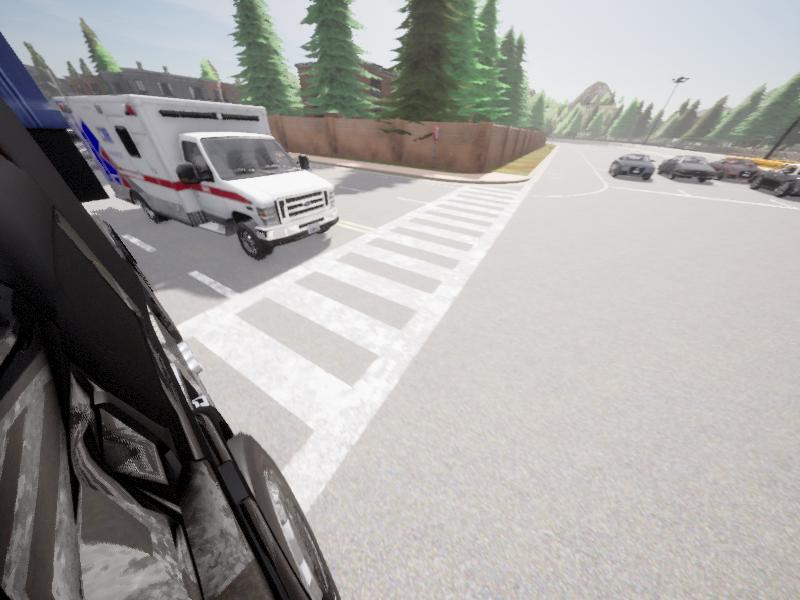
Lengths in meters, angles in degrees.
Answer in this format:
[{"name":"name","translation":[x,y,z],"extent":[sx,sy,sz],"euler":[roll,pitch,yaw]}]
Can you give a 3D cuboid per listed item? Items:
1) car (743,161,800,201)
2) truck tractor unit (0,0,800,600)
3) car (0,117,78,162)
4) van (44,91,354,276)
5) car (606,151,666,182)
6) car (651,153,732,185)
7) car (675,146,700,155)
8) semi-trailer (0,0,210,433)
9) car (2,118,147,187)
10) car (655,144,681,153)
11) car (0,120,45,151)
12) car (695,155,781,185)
[{"name":"car","translation":[21.665,-6.428,12.479],"extent":[1.970,1.475,3.806],"euler":[21,41,23]},{"name":"truck tractor unit","translation":[-2.645,-0.295,0.352],"extent":[6.516,4.208,3.053],"euler":[28,44,30]},{"name":"car","translation":[-21.060,-9.085,12.943],"extent":[4.553,1.767,2.097],"euler":[21,40,23]},{"name":"van","translation":[-4.448,-3.013,5.379],"extent":[6.366,2.431,2.351],"euler":[20,40,22]},{"name":"car","translation":[16.519,-9.564,16.429],"extent":[1.994,1.385,4.181],"euler":[21,40,23]},{"name":"car","translation":[20.850,-9.708,16.887],"extent":[2.033,1.411,5.357],"euler":[21,40,23]},{"name":"car","translation":[65.990,-34.473,53.136],"extent":[1.895,1.301,4.718],"euler":[16,39,17]},{"name":"semi-trailer","translation":[-9.218,-3.190,3.636],"extent":[14.254,4.402,2.717],"euler":[22,41,23]},{"name":"car","translation":[-13.076,-6.066,9.354],"extent":[4.605,1.855,1.932],"euler":[21,40,22]},{"name":"car","translation":[62.903,-35.659,54.338],"extent":[2.128,1.511,4.902],"euler":[16,39,17]},{"name":"car","translation":[-26.948,-11.230,15.651],"extent":[4.514,1.525,2.007],"euler":[21,40,23]},{"name":"car","translation":[24.902,-9.800,17.300],"extent":[1.994,1.385,4.181],"euler":[19,40,21]}]
